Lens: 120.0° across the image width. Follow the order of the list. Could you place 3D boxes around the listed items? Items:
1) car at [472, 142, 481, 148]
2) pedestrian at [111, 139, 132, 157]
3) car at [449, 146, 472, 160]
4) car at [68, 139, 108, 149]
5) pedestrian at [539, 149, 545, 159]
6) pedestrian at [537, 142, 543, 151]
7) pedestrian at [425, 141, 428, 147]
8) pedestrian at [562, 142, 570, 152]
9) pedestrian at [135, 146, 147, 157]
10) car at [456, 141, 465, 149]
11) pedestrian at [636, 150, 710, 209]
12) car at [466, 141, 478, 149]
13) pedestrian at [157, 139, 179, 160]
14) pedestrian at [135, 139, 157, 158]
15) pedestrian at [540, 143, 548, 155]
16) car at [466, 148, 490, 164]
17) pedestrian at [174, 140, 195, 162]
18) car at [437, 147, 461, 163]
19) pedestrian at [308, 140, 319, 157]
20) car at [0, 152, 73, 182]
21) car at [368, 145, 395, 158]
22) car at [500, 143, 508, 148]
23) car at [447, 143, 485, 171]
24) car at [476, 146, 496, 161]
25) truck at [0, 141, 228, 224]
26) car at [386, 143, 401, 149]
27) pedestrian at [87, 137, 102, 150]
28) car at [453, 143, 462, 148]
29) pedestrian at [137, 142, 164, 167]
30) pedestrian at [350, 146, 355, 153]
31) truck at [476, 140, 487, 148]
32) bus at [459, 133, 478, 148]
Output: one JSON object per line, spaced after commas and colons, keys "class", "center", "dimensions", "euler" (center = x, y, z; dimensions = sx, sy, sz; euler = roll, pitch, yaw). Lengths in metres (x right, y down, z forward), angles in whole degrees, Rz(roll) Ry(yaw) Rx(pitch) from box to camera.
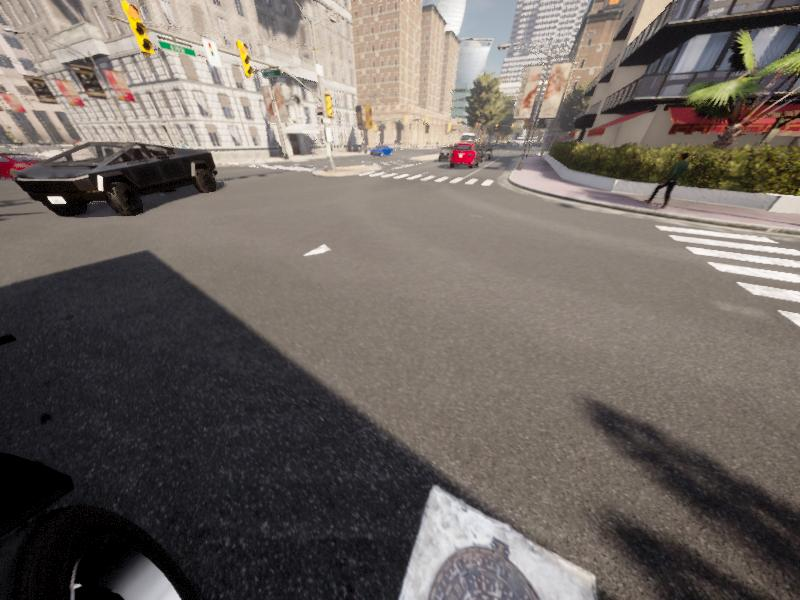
{"class": "car", "center": [26.588, -53.583, 79.995], "dimensions": [1.930, 1.638, 5.238], "euler": [15, 37, 20]}
{"class": "pedestrian", "center": [-34.007, -18.609, 28.252], "dimensions": [0.751, 1.860, 0.751], "euler": [17, 38, 22]}
{"class": "car", "center": [8.809, -21.423, 33.581], "dimensions": [2.007, 1.525, 4.514], "euler": [16, 38, 20]}
{"class": "car", "center": [-68.585, -34.356, 50.856], "dimensions": [2.152, 1.651, 5.027], "euler": [-2, 35, -4]}
{"class": "pedestrian", "center": [20.173, -20.728, 32.826], "dimensions": [0.500, 1.100, 0.500], "euler": [15, 37, 20]}
{"class": "pedestrian", "center": [34.731, -38.184, 57.485], "dimensions": [0.751, 1.860, 0.751], "euler": [16, 38, 20]}
{"class": "pedestrian", "center": [8.910, -51.936, 76.844], "dimensions": [0.751, 1.860, 0.751], "euler": [16, 38, 20]}
{"class": "pedestrian", "center": [40.085, -36.901, 55.726], "dimensions": [0.751, 1.860, 0.751], "euler": [9, 36, 12]}
{"class": "pedestrian", "center": [-32.295, -18.523, 28.821], "dimensions": [0.500, 1.100, 0.500], "euler": [16, 38, 21]}
{"class": "car", "center": [19.529, -49.867, 74.339], "dimensions": [1.905, 1.878, 3.866], "euler": [15, 37, 20]}
{"class": "pedestrian", "center": [10.013, -4.439, 8.583], "dimensions": [0.751, 1.860, 0.751], "euler": [3, 35, 3]}
{"class": "car", "center": [23.027, -49.458, 73.659], "dimensions": [2.150, 2.045, 5.566], "euler": [15, 37, 20]}
{"class": "pedestrian", "center": [-25.191, -16.346, 25.139], "dimensions": [0.751, 1.860, 0.751], "euler": [15, 37, 20]}
{"class": "pedestrian", "center": [-29.525, -17.599, 26.872], "dimensions": [0.751, 1.860, 0.751], "euler": [16, 38, 21]}
{"class": "pedestrian", "center": [28.778, -30.256, 46.261], "dimensions": [0.751, 1.860, 0.751], "euler": [16, 38, 21]}
{"class": "car", "center": [9.608, -17.684, 28.246], "dimensions": [1.837, 1.490, 4.892], "euler": [15, 37, 20]}
{"class": "pedestrian", "center": [-22.124, -15.346, 23.751], "dimensions": [0.751, 1.860, 0.751], "euler": [21, 40, 27]}
{"class": "car", "center": [6.173, -18.260, 28.968], "dimensions": [1.789, 1.549, 3.705], "euler": [16, 38, 20]}
{"class": "pedestrian", "center": [-11.886, -20.726, 31.648], "dimensions": [0.751, 1.860, 0.751], "euler": [15, 37, 19]}
{"class": "car", "center": [-24.073, -8.340, 14.387], "dimensions": [4.181, 1.385, 1.994], "euler": [3, 35, 4]}
{"class": "car", "center": [-2.725, -22.944, 35.573], "dimensions": [1.882, 1.535, 5.008], "euler": [15, 37, 20]}
{"class": "car", "center": [38.341, -56.999, 85.134], "dimensions": [2.038, 1.542, 4.974], "euler": [15, 37, 20]}
{"class": "car", "center": [6.622, -14.292, 22.839], "dimensions": [2.150, 2.045, 5.566], "euler": [15, 37, 20]}
{"class": "car", "center": [12.311, -20.979, 32.927], "dimensions": [1.851, 1.617, 3.988], "euler": [15, 37, 20]}
{"class": "truck", "center": [-10.337, -5.044, 9.229], "dimensions": [2.390, 2.098, 6.274], "euler": [-1, 35, -2]}
{"class": "car", "center": [-1.694, -42.726, 64.033], "dimensions": [3.633, 1.501, 1.845], "euler": [15, 37, 20]}
{"class": "pedestrian", "center": [-55.873, -28.624, 42.302], "dimensions": [0.751, 1.860, 0.751], "euler": [-21, 40, -28]}
{"class": "car", "center": [20.683, -55.378, 82.773], "dimensions": [1.895, 1.301, 4.718], "euler": [15, 37, 20]}
{"class": "pedestrian", "center": [-22.185, -12.946, 20.561], "dimensions": [0.751, 1.860, 0.751], "euler": [18, 38, 23]}
{"class": "pedestrian", "center": [-8.507, -27.001, 41.387], "dimensions": [0.500, 1.100, 0.500], "euler": [16, 38, 21]}
{"class": "truck", "center": [30.868, -59.073, 87.225], "dimensions": [2.627, 2.467, 5.204], "euler": [15, 37, 20]}
{"class": "bus", "center": [24.162, -56.250, 81.495], "dimensions": [3.944, 4.253, 10.273], "euler": [15, 37, 20]}
